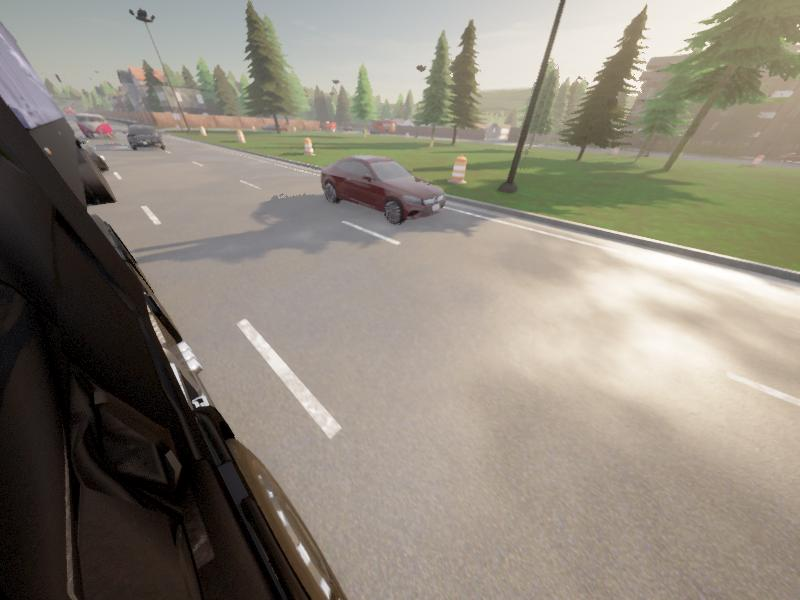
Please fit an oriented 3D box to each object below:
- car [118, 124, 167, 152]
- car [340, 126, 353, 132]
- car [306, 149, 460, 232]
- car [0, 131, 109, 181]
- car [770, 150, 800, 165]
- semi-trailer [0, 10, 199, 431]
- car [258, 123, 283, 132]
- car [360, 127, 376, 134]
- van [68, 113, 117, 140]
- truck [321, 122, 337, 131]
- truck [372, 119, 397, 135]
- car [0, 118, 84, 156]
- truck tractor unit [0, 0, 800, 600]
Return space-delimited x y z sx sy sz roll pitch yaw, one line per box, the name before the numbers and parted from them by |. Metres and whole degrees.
car | -19.796 -12.670 17.982 1.837 1.490 4.892 -23 44 -30
car | -19.791 -63.214 85.301 4.792 1.488 2.163 29 44 31
car | -0.749 -3.726 7.366 4.674 1.442 1.812 29 44 31
car | -15.001 -6.530 10.246 4.181 1.385 1.994 30 47 32
car | 60.159 -21.576 35.048 3.705 1.549 1.789 30 44 31
semi-trailer | -8.545 -3.714 4.360 14.254 4.402 2.717 30 45 31
car | -31.315 -41.779 56.020 2.007 1.525 4.514 25 42 27
car | -9.890 -52.729 71.941 4.611 1.667 2.242 29 44 31
van | -30.535 -17.381 23.141 1.775 1.987 4.442 -24 44 -31
truck | -25.117 -61.720 82.132 5.204 2.467 2.627 29 44 31
truck | -5.008 -56.538 75.421 8.468 3.827 2.891 29 44 31
car | -22.505 -10.418 14.699 5.027 1.651 2.152 29 44 31
truck tractor unit | -2.645 -0.295 0.351 6.516 4.208 3.053 28 44 30
